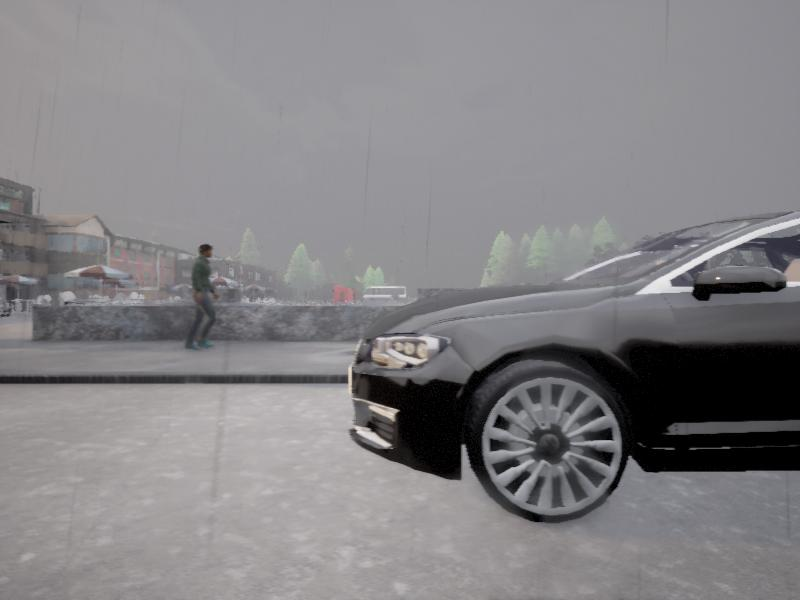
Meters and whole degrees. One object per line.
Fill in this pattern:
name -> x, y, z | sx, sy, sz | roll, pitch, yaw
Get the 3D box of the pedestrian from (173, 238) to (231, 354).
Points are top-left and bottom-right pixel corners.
pedestrian -> -3.367, -0.065, 6.861 | 0.751, 1.860, 0.751 | 0, 0, -15

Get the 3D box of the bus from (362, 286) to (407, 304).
bus -> -3.503, -1.136, 92.987 | 10.273, 4.253, 3.944 | 0, 0, 0

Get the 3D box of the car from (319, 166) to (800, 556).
car -> 2.147, 0.236, 2.605 | 4.902, 1.511, 2.128 | 0, 0, 1
